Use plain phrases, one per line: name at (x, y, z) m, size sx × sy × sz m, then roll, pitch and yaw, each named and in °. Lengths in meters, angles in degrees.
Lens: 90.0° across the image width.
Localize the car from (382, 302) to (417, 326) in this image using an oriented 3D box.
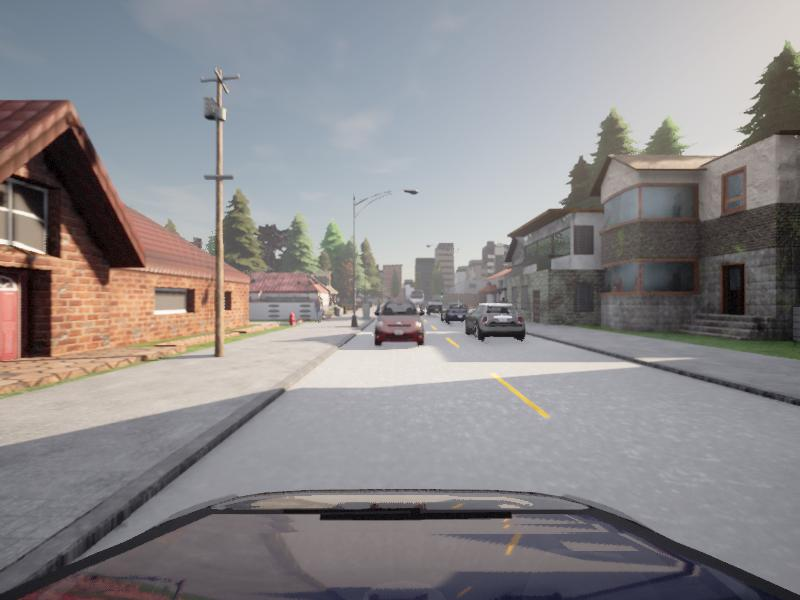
car at (-0.021, 0.914, 27.355) m, size 2.163 × 1.488 × 4.792 m, roll 0°, pitch 0°, yaw 0°

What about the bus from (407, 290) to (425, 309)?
bus at (3.793, -0.102, 96.650) m, size 3.944 × 4.253 × 10.273 m, roll 0°, pitch 0°, yaw 0°

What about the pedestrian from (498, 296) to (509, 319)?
pedestrian at (8.582, 0.610, 33.257) m, size 0.751 × 1.860 × 0.751 m, roll 0°, pitch 0°, yaw 0°

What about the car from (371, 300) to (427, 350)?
car at (-0.017, 0.824, 15.082) m, size 1.851 × 1.617 × 3.988 m, roll 0°, pitch 0°, yaw 0°

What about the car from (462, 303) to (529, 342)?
car at (3.981, 0.894, 17.316) m, size 1.970 × 1.475 × 3.806 m, roll 0°, pitch 0°, yaw 0°

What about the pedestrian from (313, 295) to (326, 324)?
pedestrian at (-5.237, 0.592, 25.946) m, size 0.751 × 1.860 × 0.751 m, roll 0°, pitch 0°, yaw -5°

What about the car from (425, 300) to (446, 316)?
car at (3.963, 0.874, 45.470) m, size 1.930 × 1.638 × 5.238 m, roll 0°, pitch 0°, yaw 0°

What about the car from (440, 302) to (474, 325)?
car at (3.969, 0.920, 28.637) m, size 1.816 × 1.474 × 4.193 m, roll 0°, pitch 0°, yaw 0°
